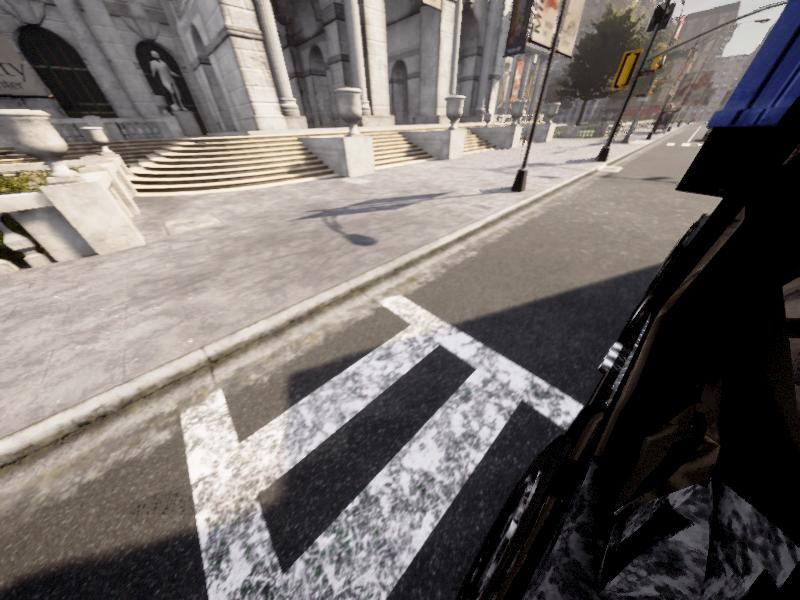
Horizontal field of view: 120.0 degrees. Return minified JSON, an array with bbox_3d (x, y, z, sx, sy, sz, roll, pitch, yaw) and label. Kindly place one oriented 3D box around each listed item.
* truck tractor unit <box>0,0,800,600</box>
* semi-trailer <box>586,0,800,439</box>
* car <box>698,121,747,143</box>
[{"bbox_3d":[2.645,-0.295,0.351,6.516,4.208,3.053,-28,44,-30],"label":"truck tractor unit"},{"bbox_3d":[9.736,-2.550,2.792,14.254,4.402,2.717,-14,38,-15],"label":"semi-trailer"},{"bbox_3d":[31.135,-16.376,22.430,4.902,1.511,2.128,-31,45,-33],"label":"car"}]
